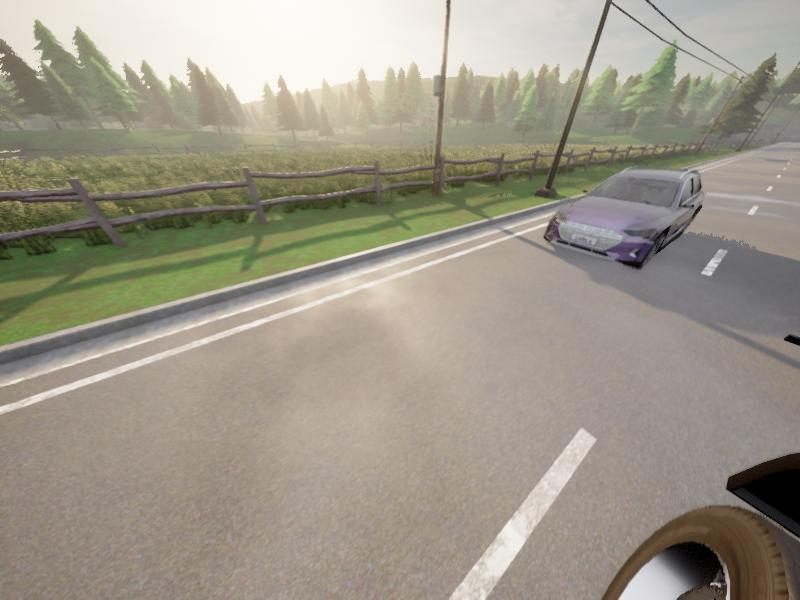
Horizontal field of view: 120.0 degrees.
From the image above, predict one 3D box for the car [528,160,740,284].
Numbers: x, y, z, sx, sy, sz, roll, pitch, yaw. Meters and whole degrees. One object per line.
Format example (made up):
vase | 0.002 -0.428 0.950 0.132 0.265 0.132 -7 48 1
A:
car | 5.709 -2.263 5.649 4.856 1.649 2.033 -22 41 -28
